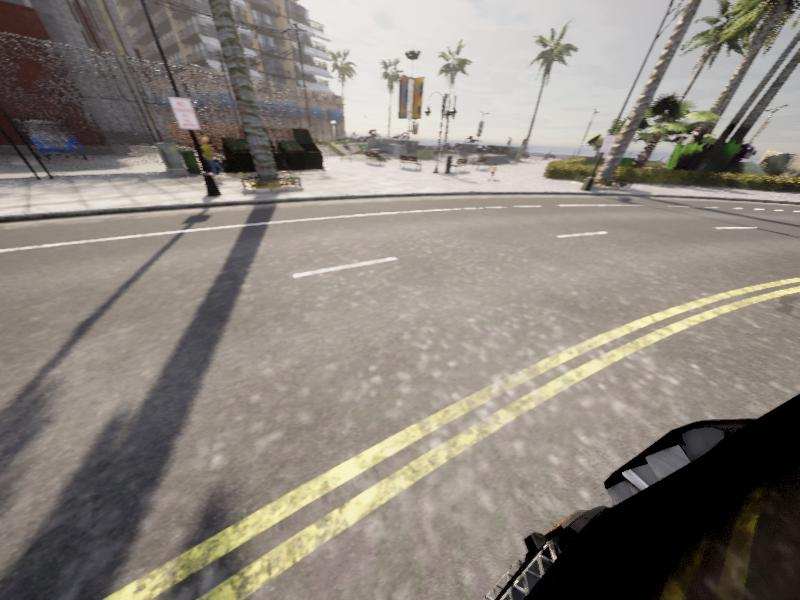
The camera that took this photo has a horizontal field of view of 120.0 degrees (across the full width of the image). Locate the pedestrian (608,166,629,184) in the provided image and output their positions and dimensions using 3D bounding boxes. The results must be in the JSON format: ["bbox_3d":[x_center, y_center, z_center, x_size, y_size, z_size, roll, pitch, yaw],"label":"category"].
[{"bbox_3d":[16.139,-9.210,17.087,0.500,1.100,0.500,4,35,1],"label":"pedestrian"}]

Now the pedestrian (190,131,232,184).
[{"bbox_3d":[-8.098,-6.095,9.937,0.751,1.860,0.751,-25,43,-34],"label":"pedestrian"}]

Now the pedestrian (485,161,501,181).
[{"bbox_3d":[6.139,-8.520,15.268,0.500,1.100,0.500,-7,36,-14],"label":"pedestrian"}]
